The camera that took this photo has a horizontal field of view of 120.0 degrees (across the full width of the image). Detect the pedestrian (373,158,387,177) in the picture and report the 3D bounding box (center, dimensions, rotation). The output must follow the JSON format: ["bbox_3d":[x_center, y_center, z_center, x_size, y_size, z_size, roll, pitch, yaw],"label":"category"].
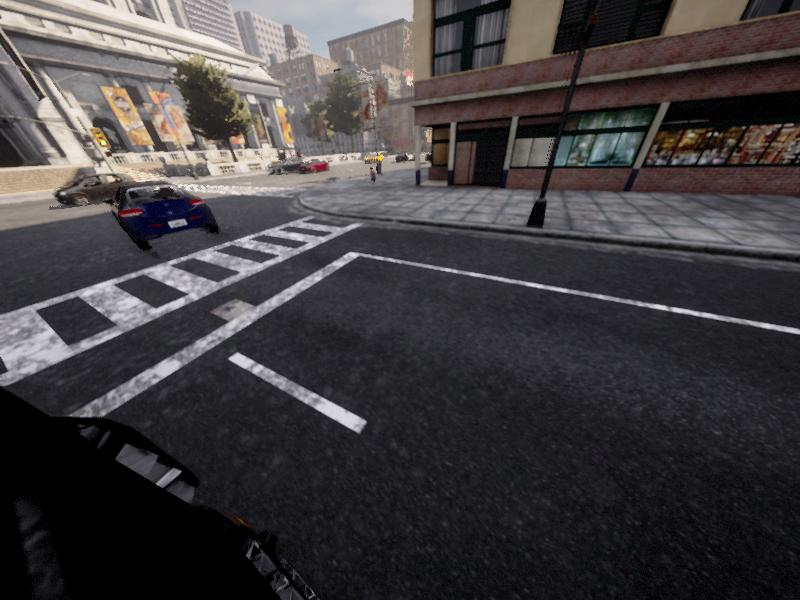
[{"bbox_3d":[-1.721,-11.423,19.900,0.751,1.300,0.751,24,42,35],"label":"pedestrian"}]

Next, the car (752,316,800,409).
[{"bbox_3d":[5.446,0.977,0.730,4.193,1.474,1.816,14,37,24],"label":"car"}]

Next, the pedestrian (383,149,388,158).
[{"bbox_3d":[-3.738,-37.341,58.750,0.751,1.860,0.751,20,40,31],"label":"pedestrian"}]

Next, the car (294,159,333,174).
[{"bbox_3d":[-10.767,-16.809,29.036,1.994,1.385,4.181,14,37,24],"label":"car"}]

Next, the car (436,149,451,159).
[{"bbox_3d":[8.649,-29.170,46.054,2.163,1.488,4.792,7,35,15],"label":"car"}]

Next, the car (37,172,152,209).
[{"bbox_3d":[-19.678,-7.295,15.154,1.851,1.617,3.988,14,37,24],"label":"car"}]

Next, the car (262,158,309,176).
[{"bbox_3d":[-14.430,-17.030,29.535,2.128,1.511,4.902,14,37,24],"label":"car"}]

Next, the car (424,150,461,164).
[{"bbox_3d":[6.287,-21.438,34.523,4.902,1.511,2.128,-8,33,-7],"label":"car"}]

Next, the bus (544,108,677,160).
[{"bbox_3d":[23.636,-19.289,27.383,10.273,4.253,3.944,14,37,24],"label":"bus"}]

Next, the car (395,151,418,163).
[{"bbox_3d":[1.163,-25.603,41.224,2.038,1.542,4.974,14,37,24],"label":"car"}]

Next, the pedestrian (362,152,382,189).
[{"bbox_3d":[-1.671,-7.795,13.902,0.751,1.860,0.751,-25,39,-29],"label":"pedestrian"}]

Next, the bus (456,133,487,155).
[{"bbox_3d":[18.698,-40.897,60.463,3.944,4.253,10.273,19,39,30],"label":"bus"}]

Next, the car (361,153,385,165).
[{"bbox_3d":[-4.465,-24.303,39.705,1.882,1.535,5.008,10,36,19],"label":"car"}]

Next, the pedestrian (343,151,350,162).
[{"bbox_3d":[-10.947,-29.153,46.952,0.751,1.860,0.751,14,37,24],"label":"pedestrian"}]

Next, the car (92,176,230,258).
[{"bbox_3d":[-8.285,-3.135,7.925,5.027,1.651,2.152,23,42,34],"label":"car"}]
